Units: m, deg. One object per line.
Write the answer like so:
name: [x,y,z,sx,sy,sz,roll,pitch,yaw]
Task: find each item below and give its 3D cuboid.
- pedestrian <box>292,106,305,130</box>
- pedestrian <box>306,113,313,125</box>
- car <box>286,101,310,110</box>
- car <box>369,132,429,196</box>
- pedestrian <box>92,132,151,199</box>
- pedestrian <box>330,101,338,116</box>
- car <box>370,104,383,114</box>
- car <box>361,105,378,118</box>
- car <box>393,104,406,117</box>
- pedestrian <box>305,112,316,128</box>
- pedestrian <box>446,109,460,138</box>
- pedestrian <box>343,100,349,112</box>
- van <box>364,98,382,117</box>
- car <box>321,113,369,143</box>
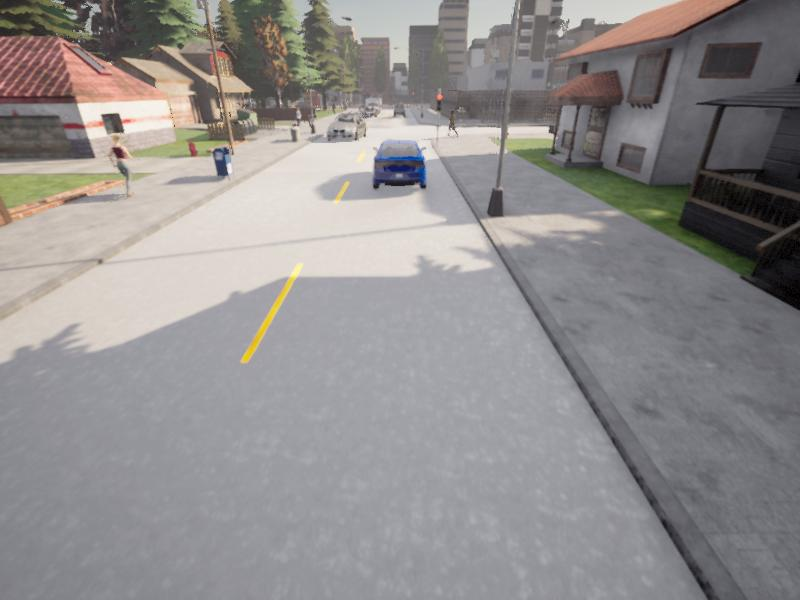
pedestrian: [-8.837,-15.869,34.939,0.751,1.860,0.751,-3,28,-4]
pedestrian: [-9.085,-18.157,40.178,0.500,1.100,0.500,-3,28,-5]
car: [-22.490,-42.834,88.163,4.611,1.667,2.242,0,27,0]
car: [-0.021,-5.275,15.059,1.882,1.535,5.008,0,27,0]
pedestrian: [-8.500,-4.126,12.305,0.751,1.860,0.751,-1,27,-2]
pedestrian: [-9.233,-26.802,56.015,0.751,1.860,0.751,-1,27,0]
car: [-4.083,-33.168,69.427,2.007,1.525,4.514,0,27,0]
car: [-4.064,-25.590,54.321,1.970,1.475,3.806,0,27,0]
car: [-0.068,-26.802,56.556,1.845,1.501,3.633,0,27,0]
pedestrian: [-8.413,-16.939,37.606,0.751,1.300,0.751,-3,28,-6]
pedestrian: [3.771,-12.609,28.526,0.751,1.860,0.751,-3,28,-5]
pedestrian: [-9.233,-33.101,68.158,0.751,1.860,0.751,0,27,0]
van: [-4.079,-29.784,61.838,2.351,2.431,6.366,0,27,0]
car: [-3.822,-12.460,28.806,2.242,1.667,4.611,3,27,7]
